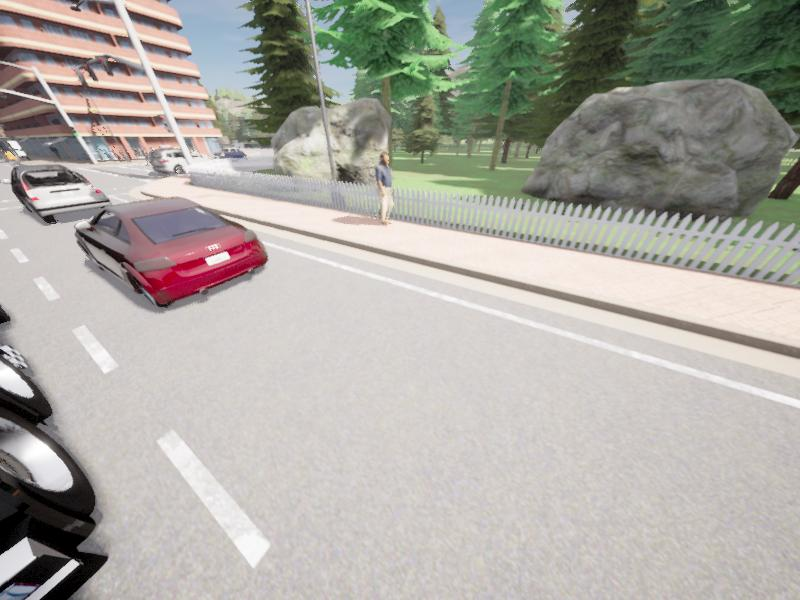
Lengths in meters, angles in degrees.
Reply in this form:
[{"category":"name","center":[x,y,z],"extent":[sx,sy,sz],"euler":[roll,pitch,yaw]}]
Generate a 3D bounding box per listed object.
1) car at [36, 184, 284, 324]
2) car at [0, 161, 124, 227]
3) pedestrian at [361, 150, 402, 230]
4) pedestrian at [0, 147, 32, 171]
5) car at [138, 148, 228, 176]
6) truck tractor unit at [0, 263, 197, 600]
[{"category":"car","center":[-4.772,-1.302,4.704],"extent":[4.181,1.385,1.994],"euler":[19,39,25]},{"category":"car","center":[-12.701,-4.060,8.516],"extent":[3.988,1.617,1.851],"euler":[19,39,25]},{"category":"pedestrian","center":[-0.459,-3.028,6.404],"extent":[0.751,1.860,0.751],"euler":[19,39,25]},{"category":"pedestrian","center":[-34.702,-12.637,20.716],"extent":[0.751,1.860,0.751],"euler":[4,35,6]},{"category":"car","center":[-17.428,-11.424,18.957],"extent":[2.242,1.667,4.611],"euler":[13,37,18]},{"category":"truck tractor unit","center":[-5.110,-0.301,0.781],"extent":[6.516,4.208,3.053],"euler":[18,39,24]}]
